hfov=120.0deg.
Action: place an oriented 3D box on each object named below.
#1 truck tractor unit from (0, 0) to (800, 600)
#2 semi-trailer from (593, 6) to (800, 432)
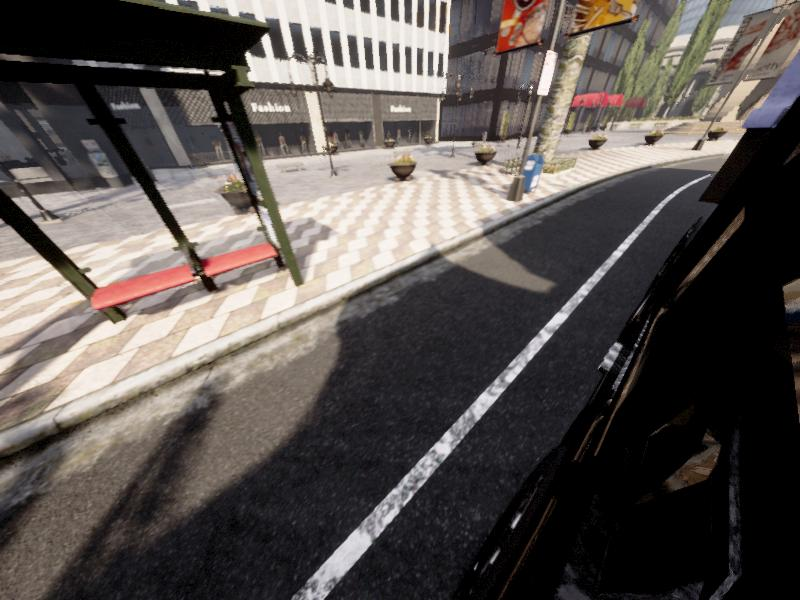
[{"bbox_3d":[2.645,-0.295,0.351,6.516,4.208,3.053,-28,44,-30],"label":"truck tractor unit"},{"bbox_3d":[8.973,-3.386,3.959,14.254,4.402,2.717,-25,42,-27],"label":"semi-trailer"}]
